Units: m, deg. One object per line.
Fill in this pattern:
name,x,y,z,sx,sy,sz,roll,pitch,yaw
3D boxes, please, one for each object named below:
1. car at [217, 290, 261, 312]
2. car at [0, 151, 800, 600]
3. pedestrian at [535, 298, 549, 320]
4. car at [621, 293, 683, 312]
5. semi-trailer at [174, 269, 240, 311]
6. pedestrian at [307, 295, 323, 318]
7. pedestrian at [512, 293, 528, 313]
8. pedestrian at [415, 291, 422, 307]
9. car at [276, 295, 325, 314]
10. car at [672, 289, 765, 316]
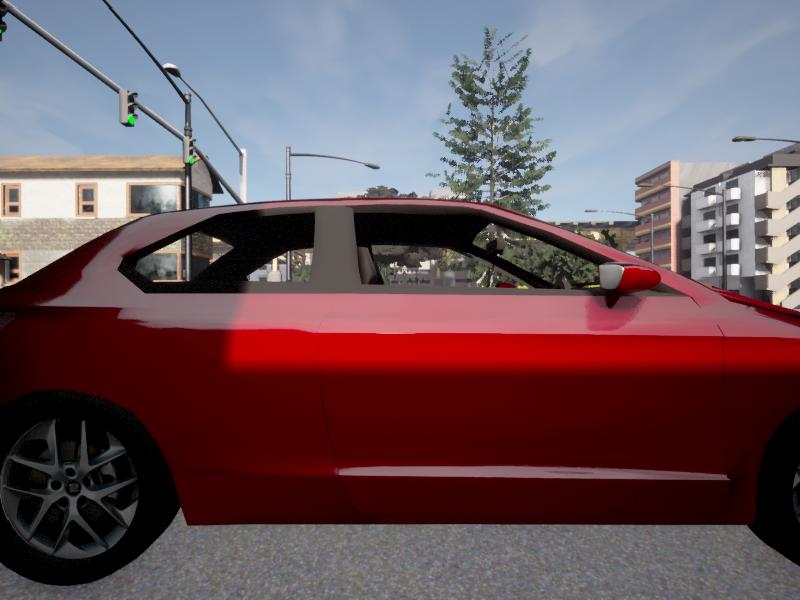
car,-16.709,0.113,41.390,5.566,2.045,2.150,0,0,45
car,0.276,0.255,2.204,4.193,1.474,1.816,0,0,0
pedestrian,7.256,0.438,20.473,0.500,1.100,0.500,0,0,-15
car,20.871,0.221,33.437,2.163,1.488,4.792,0,0,0
semi-trailer,-23.704,-1.032,48.385,2.717,4.402,14.254,0,0,-45
pedestrian,-4.082,0.311,19.205,0.500,1.100,0.500,0,0,32
pedestrian,8.220,0.194,27.358,0.751,1.300,0.751,0,0,-44
pedestrian,2.181,-0.105,47.215,0.751,1.860,0.751,0,0,-5
car,-8.275,0.375,32.999,4.674,1.442,1.812,0,0,45
car,20.807,0.147,26.503,2.152,1.651,5.027,0,0,1
